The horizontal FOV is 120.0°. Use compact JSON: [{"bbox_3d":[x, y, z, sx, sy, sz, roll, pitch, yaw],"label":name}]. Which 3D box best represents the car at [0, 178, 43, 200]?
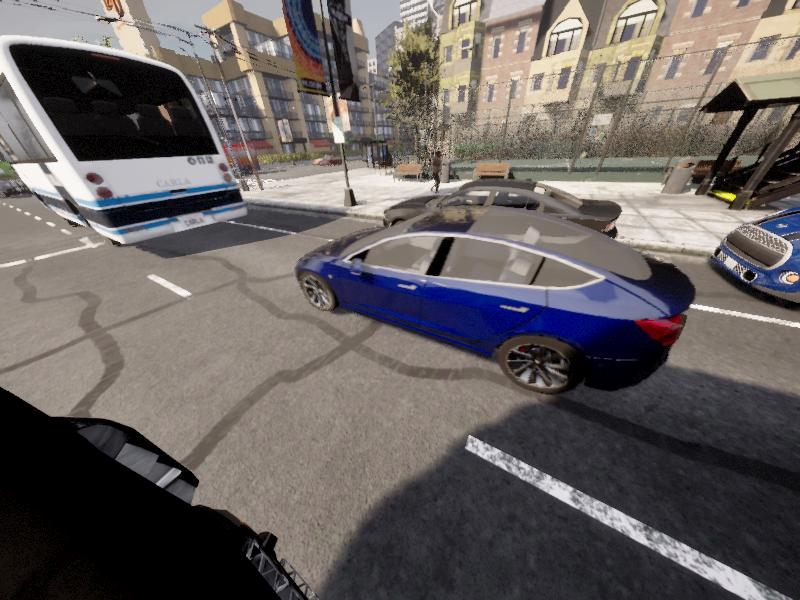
[{"bbox_3d":[-34.842,-9.582,20.000,4.181,1.385,1.994,-2,34,2],"label":"car"}]

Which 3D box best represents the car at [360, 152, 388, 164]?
[{"bbox_3d":[-4.572,-25.408,41.298,2.033,1.411,5.357,16,38,26],"label":"car"}]

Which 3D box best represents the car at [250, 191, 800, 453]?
[{"bbox_3d":[0.562,-0.488,3.311,4.792,1.488,2.163,16,38,26],"label":"car"}]

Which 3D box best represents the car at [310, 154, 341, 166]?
[{"bbox_3d":[-13.019,-24.800,40.914,1.801,1.575,5.366,16,38,26],"label":"car"}]

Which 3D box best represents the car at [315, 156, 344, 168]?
[{"bbox_3d":[-11.374,-22.466,37.453,1.994,1.385,4.181,16,38,26],"label":"car"}]

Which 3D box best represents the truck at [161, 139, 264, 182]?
[{"bbox_3d":[-21.900,-17.006,27.884,2.891,3.827,8.468,17,38,27],"label":"truck"}]

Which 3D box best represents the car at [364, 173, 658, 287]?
[{"bbox_3d":[1.900,-1.989,5.408,5.008,1.535,2.097,16,38,26],"label":"car"}]

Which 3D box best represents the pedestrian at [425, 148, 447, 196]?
[{"bbox_3d":[1.663,-5.901,10.701,0.751,1.860,0.751,13,37,22],"label":"pedestrian"}]

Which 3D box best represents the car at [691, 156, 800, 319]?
[{"bbox_3d":[7.503,-0.574,2.593,4.553,1.767,2.185,16,38,26],"label":"car"}]

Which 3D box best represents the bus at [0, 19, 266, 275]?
[{"bbox_3d":[-10.292,-4.648,7.961,10.273,4.253,3.944,17,38,26],"label":"bus"}]

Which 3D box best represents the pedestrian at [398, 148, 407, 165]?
[{"bbox_3d":[0.368,-18.279,29.427,0.751,1.860,0.751,16,38,26],"label":"pedestrian"}]
